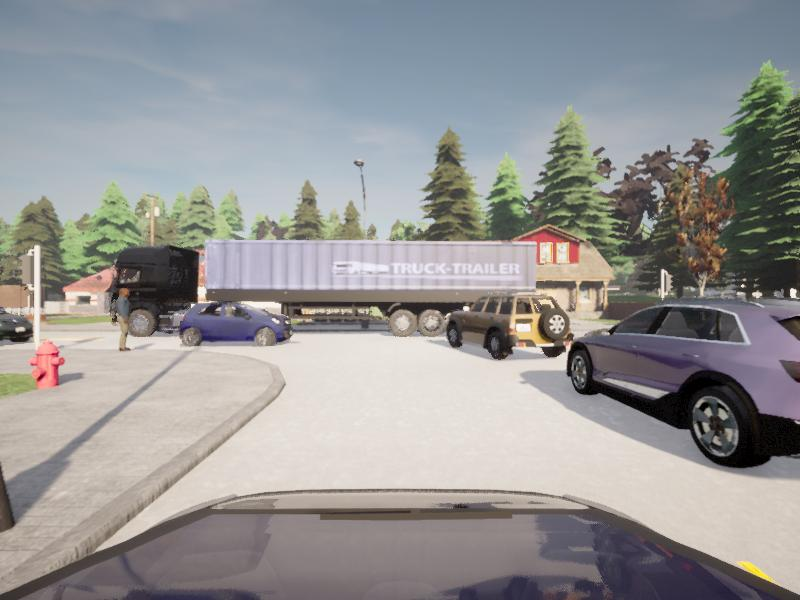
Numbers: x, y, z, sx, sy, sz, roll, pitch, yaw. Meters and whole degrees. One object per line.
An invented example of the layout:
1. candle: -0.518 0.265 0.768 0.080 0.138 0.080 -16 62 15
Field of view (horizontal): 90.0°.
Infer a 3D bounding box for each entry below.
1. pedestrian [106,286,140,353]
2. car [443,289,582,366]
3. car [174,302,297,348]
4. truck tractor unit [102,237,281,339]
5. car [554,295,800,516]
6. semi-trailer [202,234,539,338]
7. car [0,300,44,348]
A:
1. pedestrian: -8.014 0.546 11.621 0.751 1.860 0.751 0 0 -30
2. car: 3.048 0.665 12.073 1.932 1.855 4.605 0 0 -15
3. car: -5.712 0.841 14.257 3.633 1.501 1.845 0 0 0
4. truck tractor unit: -9.160 -0.504 18.240 6.516 4.208 3.053 0 0 0
5. car: 3.988 0.783 5.278 2.033 1.649 4.856 0 0 0
6. semi-trailer: -1.248 -0.601 18.284 14.254 4.402 2.717 0 0 0
7. car: -15.461 0.802 14.202 3.988 1.617 1.851 0 0 0
